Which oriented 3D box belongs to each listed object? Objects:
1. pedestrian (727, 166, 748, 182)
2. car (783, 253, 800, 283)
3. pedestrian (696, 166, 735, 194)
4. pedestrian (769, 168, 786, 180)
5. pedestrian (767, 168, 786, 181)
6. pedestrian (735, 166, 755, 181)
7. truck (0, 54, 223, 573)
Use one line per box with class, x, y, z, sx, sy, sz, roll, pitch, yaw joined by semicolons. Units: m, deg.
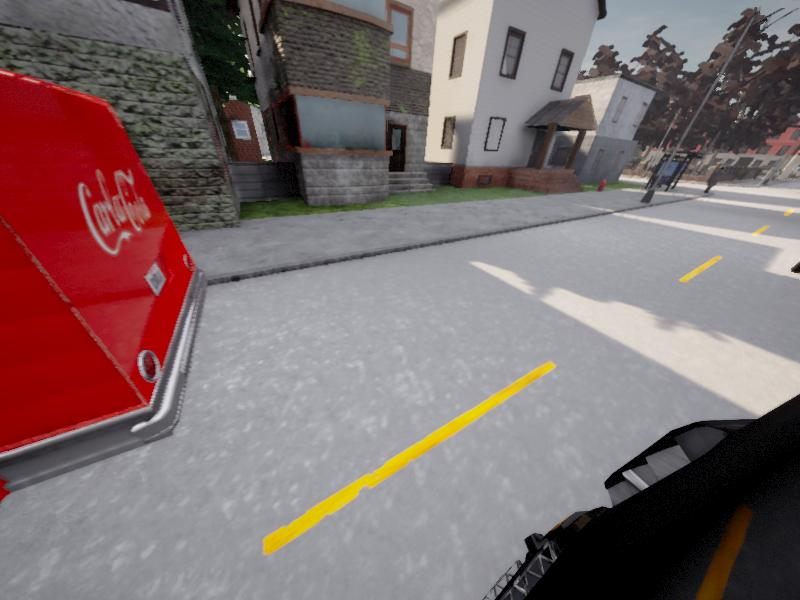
pedestrian;45.951;-17.139;31.494;0.751;1.860;0.751;-17;38;-28
car;11.687;-1.302;5.447;5.008;1.535;1.882;-16;38;-26
pedestrian;24.972;-9.518;18.329;0.751;1.860;0.751;-1;34;-6
pedestrian;70.033;-23.422;42.843;0.751;1.860;0.751;-12;36;-21
pedestrian;62.943;-20.989;38.621;0.751;1.860;0.751;-14;37;-23
pedestrian;50.913;-18.608;34.095;0.751;1.860;0.751;-16;38;-26
truck;-4.349;0.325;0.907;5.204;2.467;2.627;-16;38;-26
